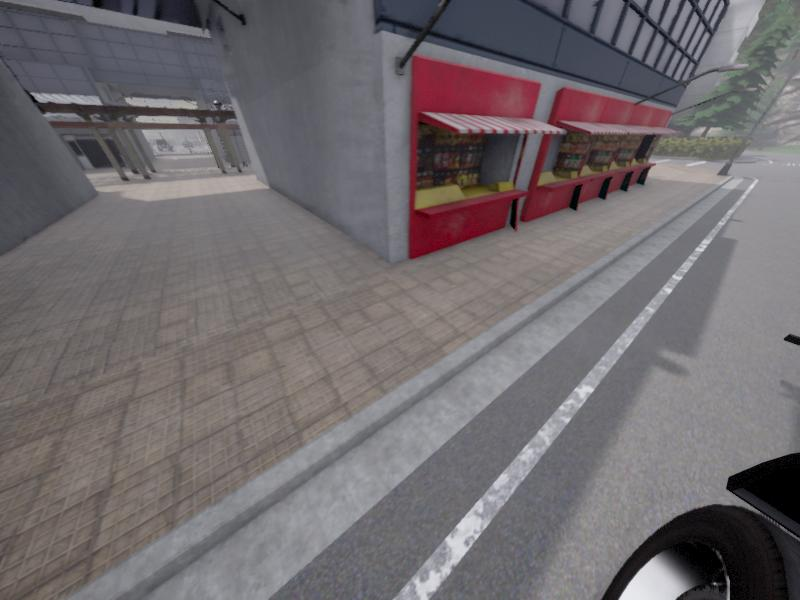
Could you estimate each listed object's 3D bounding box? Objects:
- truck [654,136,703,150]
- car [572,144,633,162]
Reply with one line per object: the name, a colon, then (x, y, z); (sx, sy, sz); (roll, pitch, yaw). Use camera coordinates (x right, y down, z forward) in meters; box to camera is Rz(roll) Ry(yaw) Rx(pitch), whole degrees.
truck: (55.222, -31.294, 46.015); (2.390, 2.098, 6.274); (2, 35, 3)
car: (20.960, -15.408, 24.093); (1.994, 1.385, 4.181); (-23, 41, -29)
